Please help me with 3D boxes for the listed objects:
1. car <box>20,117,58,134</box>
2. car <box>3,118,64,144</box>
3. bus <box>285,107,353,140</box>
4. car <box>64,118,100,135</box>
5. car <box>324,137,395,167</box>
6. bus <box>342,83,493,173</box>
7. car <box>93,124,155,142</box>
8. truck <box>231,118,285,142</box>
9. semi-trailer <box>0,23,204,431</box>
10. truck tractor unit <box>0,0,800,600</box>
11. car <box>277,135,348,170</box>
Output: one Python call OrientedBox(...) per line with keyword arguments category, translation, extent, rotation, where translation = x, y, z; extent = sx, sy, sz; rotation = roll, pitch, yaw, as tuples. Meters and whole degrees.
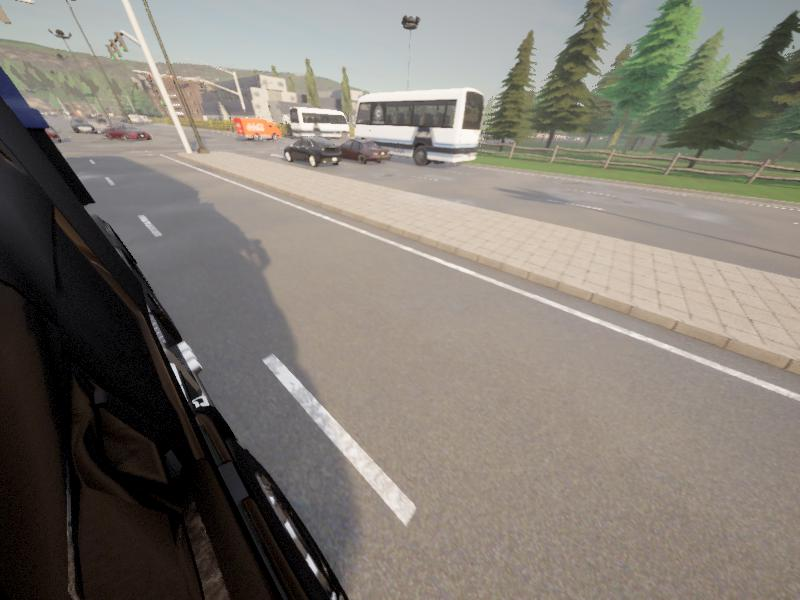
OrientedBox(category="car", translation=(-45.830, -22.243, 29.407), extent=(4.974, 1.542, 2.038), rotation=(28, 44, 30))
OrientedBox(category="car", translation=(-31.758, -14.771, 20.170), extent=(5.027, 1.651, 2.152), rotation=(28, 44, 30))
OrientedBox(category="bus", translation=(-13.886, -30.974, 40.847), extent=(3.944, 4.253, 10.273), rotation=(29, 44, 31))
OrientedBox(category="car", translation=(-42.403, -23.189, 30.808), extent=(4.856, 1.649, 2.033), rotation=(28, 44, 30))
OrientedBox(category="car", translation=(-3.086, -11.091, 17.203), extent=(5.357, 1.411, 2.033), rotation=(28, 44, 30))
OrientedBox(category="bus", translation=(0.729, -12.867, 17.432), extent=(10.273, 4.253, 3.944), rotation=(28, 44, 30))
OrientedBox(category="car", translation=(-29.525, -17.984, 24.838), extent=(4.181, 1.385, 1.994), rotation=(8, 37, 8))
OrientedBox(category="truck", translation=(-19.217, -23.254, 31.634), extent=(2.627, 2.467, 5.204), rotation=(27, 43, 29))
OrientedBox(category="semi-trailer", translation=(-8.844, -3.490, 4.096), extent=(14.254, 4.402, 2.717), rotation=(26, 42, 28))
OrientedBox(category="truck tractor unit", translation=(-2.645, -0.295, 0.351), extent=(6.516, 4.208, 3.053), rotation=(28, 44, 30))
OrientedBox(category="car", translation=(-5.861, -9.878, 15.318), extent=(4.892, 1.490, 1.837), rotation=(28, 44, 30))
